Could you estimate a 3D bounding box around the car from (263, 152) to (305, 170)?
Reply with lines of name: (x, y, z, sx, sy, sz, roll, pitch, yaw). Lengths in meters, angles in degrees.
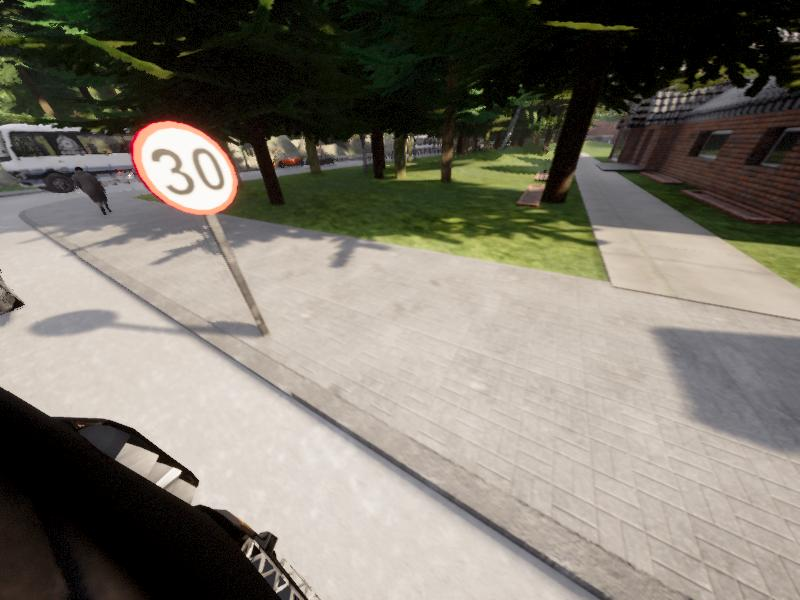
car: (-15.935, -19.306, 31.988, 2.097, 1.767, 4.553, 16, 38, 25)

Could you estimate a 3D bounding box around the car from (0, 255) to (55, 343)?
car: (-8.320, -0.387, 3.692, 5.357, 1.411, 2.033, 16, 38, 25)

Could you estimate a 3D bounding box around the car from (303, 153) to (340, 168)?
car: (-10.937, -19.704, 32.542, 1.837, 1.490, 4.892, 16, 38, 25)

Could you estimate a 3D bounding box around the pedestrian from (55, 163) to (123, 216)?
pedestrian: (-12.695, -4.557, 9.529, 0.751, 1.860, 0.751, -24, 40, -29)

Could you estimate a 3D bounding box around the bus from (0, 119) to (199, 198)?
bus: (-24.238, -11.669, 18.934, 3.944, 4.253, 10.273, 13, 36, 23)
